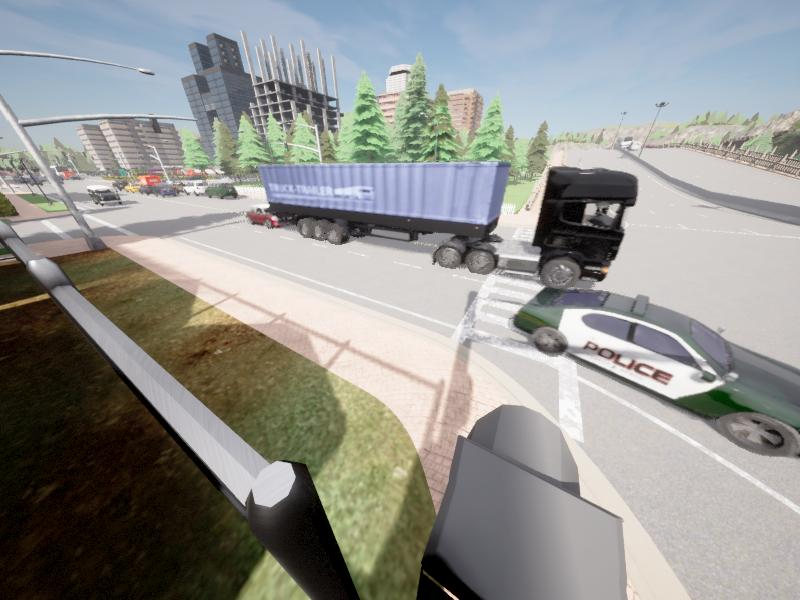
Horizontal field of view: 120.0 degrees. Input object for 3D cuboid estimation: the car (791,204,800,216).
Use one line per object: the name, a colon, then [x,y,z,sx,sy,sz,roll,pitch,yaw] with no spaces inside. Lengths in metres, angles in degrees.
car: [37.450,-7.758,19.626,2.097,1.767,4.553,16,34,25]

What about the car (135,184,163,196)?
car: [-41.167,-18.094,37.870,4.193,1.474,1.816,17,34,27]

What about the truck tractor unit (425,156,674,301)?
truck tractor unit: [4.746,-3.214,9.349,6.516,4.208,3.053,15,33,25]

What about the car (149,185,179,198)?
car: [-35.779,-16.477,34.990,3.705,1.549,1.789,17,34,27]

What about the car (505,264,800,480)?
car: [5.284,0.899,4.915,2.038,1.542,4.974,-26,39,-36]

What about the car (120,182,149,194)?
car: [-47.118,-19.966,41.007,5.366,1.575,1.801,17,34,27]

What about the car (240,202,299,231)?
car: [-10.020,-6.477,17.747,3.806,1.475,1.970,17,34,27]

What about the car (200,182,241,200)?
car: [-25.721,-15.660,33.083,5.566,2.045,2.150,17,34,27]

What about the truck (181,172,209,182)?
truck: [-62.560,-37.542,70.571,2.627,2.467,5.204,16,33,26]

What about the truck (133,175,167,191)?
truck: [-49.132,-23.022,45.411,5.204,2.467,2.627,17,34,27]

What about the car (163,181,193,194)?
car: [-38.129,-19.391,39.713,4.605,1.855,1.932,17,34,27]

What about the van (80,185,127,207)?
van: [-35.133,-12.382,27.412,4.480,2.038,2.069,17,34,27]

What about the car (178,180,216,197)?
car: [-31.949,-17.567,36.387,5.566,2.045,2.150,17,34,27]

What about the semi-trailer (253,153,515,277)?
semi-trailer: [-2.048,-5.324,12.810,14.254,4.402,2.717,17,34,27]
